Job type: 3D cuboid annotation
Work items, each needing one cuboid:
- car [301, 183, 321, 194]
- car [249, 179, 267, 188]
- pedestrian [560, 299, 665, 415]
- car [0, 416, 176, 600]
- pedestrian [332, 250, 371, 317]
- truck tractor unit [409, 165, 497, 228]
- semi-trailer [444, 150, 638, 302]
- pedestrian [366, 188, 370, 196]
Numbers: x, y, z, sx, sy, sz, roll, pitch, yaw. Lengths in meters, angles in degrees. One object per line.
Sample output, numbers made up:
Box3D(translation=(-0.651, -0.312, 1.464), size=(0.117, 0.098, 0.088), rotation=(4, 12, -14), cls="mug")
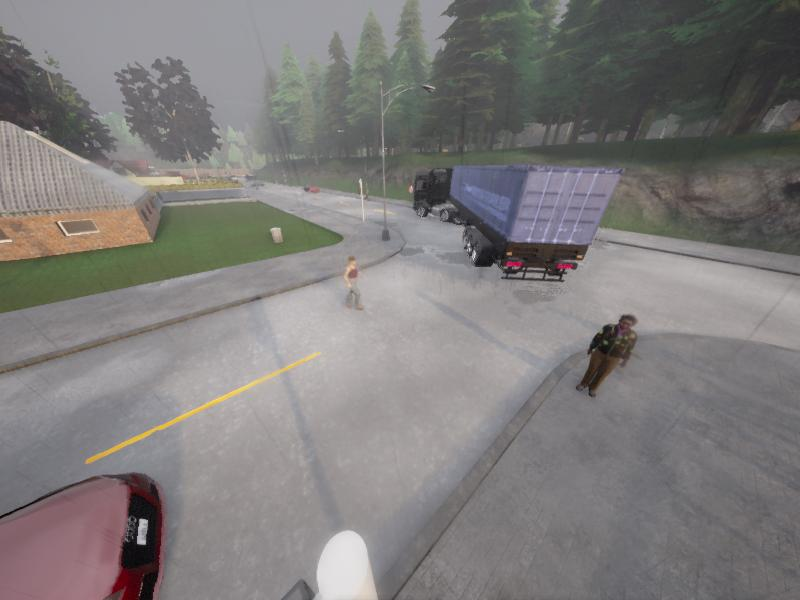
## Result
Box3D(translation=(-15.935, -19.953, 41.242), size=(1.845, 1.501, 3.633), rotation=(-23, 37, -34), cls="car")
Box3D(translation=(-32.639, -26.801, 53.097), size=(2.038, 1.542, 4.974), rotation=(-24, 38, -35), cls="car")
Box3D(translation=(3.798, 1.044, 4.252), size=(0.751, 1.860, 0.751), rotation=(-25, 39, -37), cls="pedestrian")
Box3D(translation=(-4.455, 3.122, 1.437), size=(4.181, 1.385, 1.994), rotation=(-23, 37, -34), cls="car")
Box3D(translation=(-1.447, -0.511, 7.188), size=(0.751, 1.860, 0.751), rotation=(7, 31, 12), cls="pedestrian")
Box3D(translation=(4.080, -9.106, 19.757), size=(3.053, 4.208, 6.516), rotation=(-21, 36, -32), cls="truck tractor unit")
Box3D(translation=(4.997, -5.451, 13.203), size=(2.717, 4.402, 14.254), rotation=(3, 30, 2), cls="semi-trailer")
Box3D(translation=(-4.982, -16.678, 35.742), size=(0.500, 1.100, 0.500), rotation=(-13, 32, -21), cls="pedestrian")
